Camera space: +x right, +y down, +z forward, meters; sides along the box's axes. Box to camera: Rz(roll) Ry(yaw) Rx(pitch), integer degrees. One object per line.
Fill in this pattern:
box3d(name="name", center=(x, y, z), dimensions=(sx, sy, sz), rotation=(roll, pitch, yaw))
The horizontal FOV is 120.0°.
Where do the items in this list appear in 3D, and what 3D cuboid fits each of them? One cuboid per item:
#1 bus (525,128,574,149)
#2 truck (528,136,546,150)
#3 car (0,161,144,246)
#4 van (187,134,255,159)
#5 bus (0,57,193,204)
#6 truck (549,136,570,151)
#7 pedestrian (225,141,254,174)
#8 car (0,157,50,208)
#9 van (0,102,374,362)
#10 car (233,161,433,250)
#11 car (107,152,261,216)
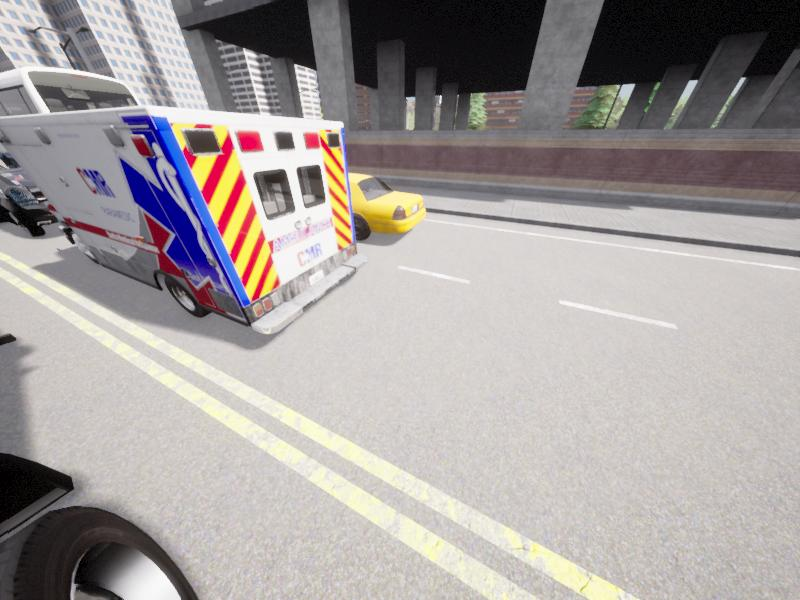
box3d(name="bus", center=(40.072, -43.748, 62.602), dimensions=(10.273, 4.253, 3.944), rotation=(15, 38, 20))
box3d(name="truck", center=(29.511, -33.996, 49.962), dimensions=(2.615, 2.467, 5.204), rotation=(15, 38, 20))
box3d(name="car", center=(-10.796, -3.113, 6.947), dimensions=(4.902, 1.511, 2.128), rotation=(15, 38, 20))
box3d(name="van", center=(-23.133, -20.231, 30.364), dimensions=(2.351, 2.431, 6.366), rotation=(15, 38, 20))
box3d(name="bus", center=(-16.457, -7.906, 11.331), dimensions=(10.273, 4.253, 3.944), rotation=(15, 38, 20))
box3d(name="truck", center=(33.420, -32.936, 48.484), dimensions=(2.615, 2.467, 5.204), rotation=(15, 38, 20))
box3d(name="pedestrian", center=(-10.655, -9.496, 15.398), dimensions=(0.751, 1.860, 0.751), rotation=(15, 38, 20))
box3d(name="car", center=(-16.630, -4.704, 9.127), dimensions=(3.705, 1.549, 1.789), rotation=(15, 38, 20))
box3d(name="van", center=(-3.892, -1.629, 4.093), dimensions=(6.366, 2.431, 2.351), rotation=(15, 38, 20))
box3d(name="car", center=(-1.938, -2.976, 6.754), dimensions=(5.366, 1.575, 1.801), rotation=(15, 38, 20))
box3d(name="car", center=(-8.365, -4.745, 9.142), dimensions=(4.611, 1.667, 2.242), rotation=(15, 38, 20))
